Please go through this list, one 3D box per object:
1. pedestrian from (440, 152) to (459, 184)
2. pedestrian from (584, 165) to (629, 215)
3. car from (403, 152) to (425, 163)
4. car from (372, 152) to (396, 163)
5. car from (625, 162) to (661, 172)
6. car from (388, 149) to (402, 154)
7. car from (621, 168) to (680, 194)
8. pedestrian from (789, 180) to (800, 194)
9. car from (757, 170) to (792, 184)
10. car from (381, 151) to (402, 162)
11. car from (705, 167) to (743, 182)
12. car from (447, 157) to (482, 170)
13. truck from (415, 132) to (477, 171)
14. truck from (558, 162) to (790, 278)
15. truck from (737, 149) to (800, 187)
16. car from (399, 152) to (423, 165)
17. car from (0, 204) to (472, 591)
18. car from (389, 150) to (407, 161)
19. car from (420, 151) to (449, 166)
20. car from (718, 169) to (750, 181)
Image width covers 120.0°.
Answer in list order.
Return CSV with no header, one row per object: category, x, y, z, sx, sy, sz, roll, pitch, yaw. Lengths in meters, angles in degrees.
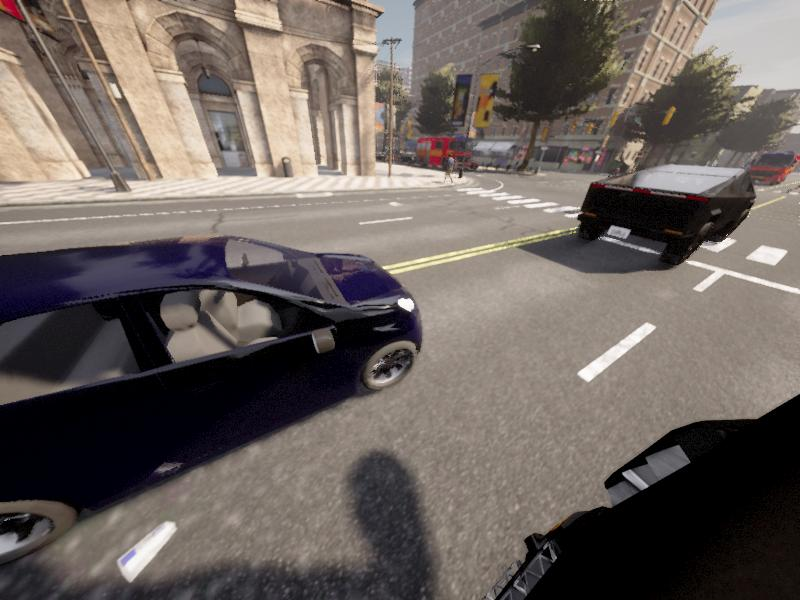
pedestrian,3.418,-9.199,16.094,0.751,1.860,0.751,-24,42,-35
pedestrian,9.039,-4.833,10.205,0.751,1.860,0.751,22,38,26
car,2.467,-25.472,41.251,1.970,1.475,3.806,-16,38,-26
car,-2.598,-22.962,37.232,1.895,1.301,4.718,-16,38,-26
car,53.532,-29.442,51.068,2.038,1.542,4.974,-15,38,-25
car,-1.822,-56.444,87.633,4.974,1.542,2.038,-21,40,-30
car,20.472,-9.919,19.143,1.970,1.475,3.806,17,36,20
pedestrian,38.619,-11.158,21.998,0.751,1.860,0.751,-15,38,-25
car,57.384,-18.876,35.368,5.366,1.575,1.801,-16,38,-26
car,-1.590,-25.577,41.200,1.994,1.385,4.181,-17,38,-27
car,46.798,-18.110,33.353,5.238,1.638,1.930,-17,38,-27
car,8.845,-19.017,32.156,1.895,1.301,4.718,-16,38,-26
truck,5.564,-19.510,30.359,2.891,3.827,8.468,-16,38,-26
truck,8.038,-2.738,6.801,6.274,2.098,2.390,-16,38,-26
truck,49.762,-17.619,30.861,8.468,3.827,2.891,-16,38,-26
car,1.706,-22.342,36.469,1.970,1.475,3.806,-16,38,-26
car,-1.485,0.213,2.134,3.633,1.501,1.845,-16,38,-26
car,-0.509,-28.501,45.478,1.851,1.617,3.988,-16,38,-26
car,5.417,-22.661,36.944,2.097,1.767,4.553,-16,38,-26
car,52.617,-19.691,36.361,4.674,1.442,1.812,-16,38,-26
